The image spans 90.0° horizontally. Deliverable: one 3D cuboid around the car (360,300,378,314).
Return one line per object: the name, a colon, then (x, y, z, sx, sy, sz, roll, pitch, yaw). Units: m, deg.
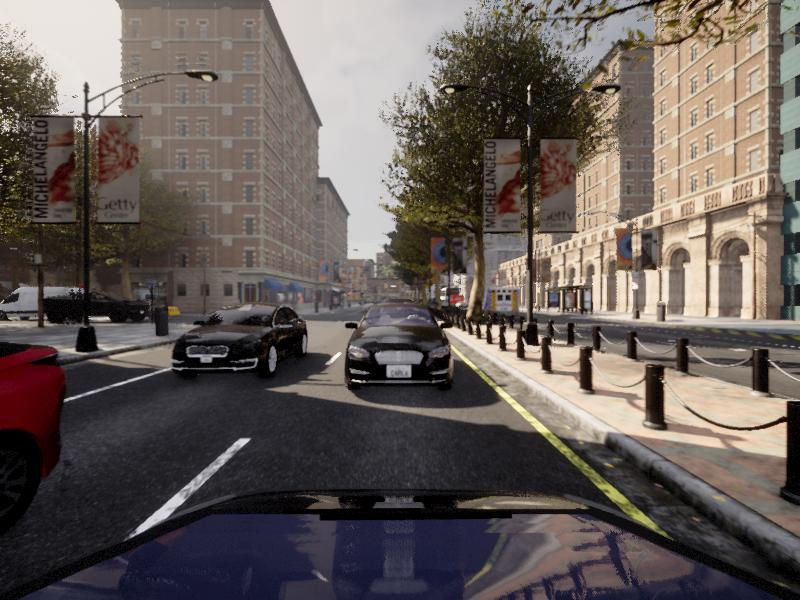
car: (-3.591, 0.758, 46.468, 1.845, 1.501, 3.633, 0, 0, 0)

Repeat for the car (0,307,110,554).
car: (-3.506, 0.826, 1.199, 2.007, 1.525, 4.514, 0, 0, 0)

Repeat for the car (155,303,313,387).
car: (-3.551, 0.829, 9.712, 1.837, 1.490, 4.892, 0, 0, -1)

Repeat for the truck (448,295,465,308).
truck: (11.347, 0.238, 80.507, 2.627, 2.467, 5.204, 0, 0, 0)

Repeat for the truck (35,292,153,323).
truck: (-21.035, 0.501, 27.724, 6.274, 2.098, 2.390, 0, 0, -1)

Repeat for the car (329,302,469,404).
car: (-0.020, 0.823, 8.555, 2.128, 1.511, 4.902, 0, 0, 0)

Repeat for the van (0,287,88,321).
van: (-28.098, 0.276, 31.161, 5.915, 2.561, 1.988, 0, 0, -1)

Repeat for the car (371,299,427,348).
car: (-0.034, 0.765, 15.207, 1.851, 1.617, 3.988, 0, 0, 0)

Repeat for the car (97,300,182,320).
car: (-20.288, 0.755, 31.321, 5.366, 1.575, 1.801, 0, 0, -2)

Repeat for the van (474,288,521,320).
van: (7.936, 0.328, 33.405, 2.351, 2.431, 6.366, 0, 0, 0)

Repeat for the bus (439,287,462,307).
bus: (11.207, -0.671, 90.638, 3.944, 4.253, 10.273, 0, 0, 0)
